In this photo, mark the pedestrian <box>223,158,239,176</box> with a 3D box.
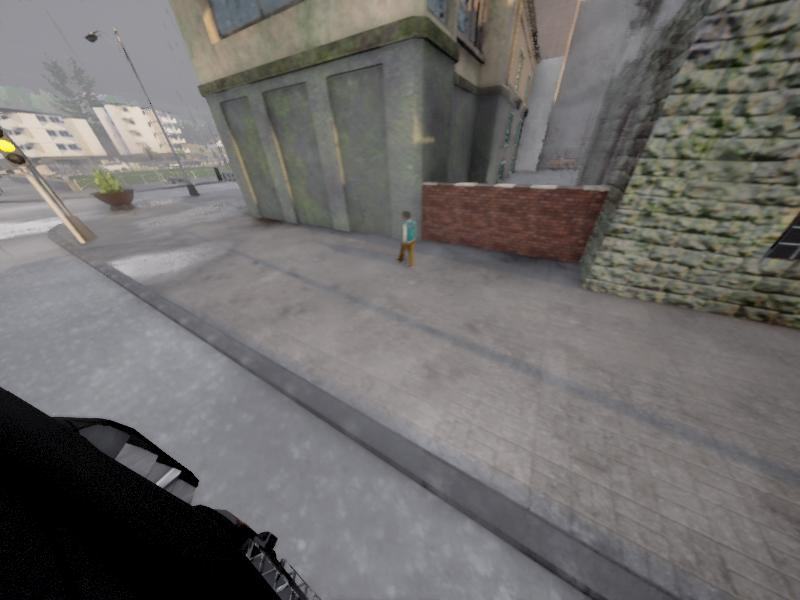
[{"bbox_3d":[-21.125,-16.653,28.889,0.751,1.860,0.751,16,38,26],"label":"pedestrian"}]

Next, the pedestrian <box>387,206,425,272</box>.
[{"bbox_3d":[0.135,-1.200,4.571,0.500,1.100,0.500,-25,39,-30],"label":"pedestrian"}]

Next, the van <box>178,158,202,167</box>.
[{"bbox_3d":[-61.370,-40.251,67.670,1.775,1.987,4.442,16,38,26],"label":"van"}]

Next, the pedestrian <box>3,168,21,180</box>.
[{"bbox_3d":[-72.183,-23.513,43.022,0.751,1.860,0.751,-25,39,-30],"label":"pedestrian"}]

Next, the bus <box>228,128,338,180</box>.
[{"bbox_3d":[-12.653,-16.962,26.803,3.944,4.253,10.273,16,37,26],"label":"bus"}]

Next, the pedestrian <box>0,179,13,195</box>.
[{"bbox_3d":[-34.685,-10.011,19.679,0.751,1.860,0.751,-26,40,-31],"label":"pedestrian"}]

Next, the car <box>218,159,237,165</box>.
[{"bbox_3d":[-53.738,-43.077,71.987,1.994,1.385,4.181,16,38,26],"label":"car"}]

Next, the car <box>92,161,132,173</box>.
[{"bbox_3d":[-69.611,-32.219,55.971,2.150,2.045,5.566,16,38,26],"label":"car"}]
